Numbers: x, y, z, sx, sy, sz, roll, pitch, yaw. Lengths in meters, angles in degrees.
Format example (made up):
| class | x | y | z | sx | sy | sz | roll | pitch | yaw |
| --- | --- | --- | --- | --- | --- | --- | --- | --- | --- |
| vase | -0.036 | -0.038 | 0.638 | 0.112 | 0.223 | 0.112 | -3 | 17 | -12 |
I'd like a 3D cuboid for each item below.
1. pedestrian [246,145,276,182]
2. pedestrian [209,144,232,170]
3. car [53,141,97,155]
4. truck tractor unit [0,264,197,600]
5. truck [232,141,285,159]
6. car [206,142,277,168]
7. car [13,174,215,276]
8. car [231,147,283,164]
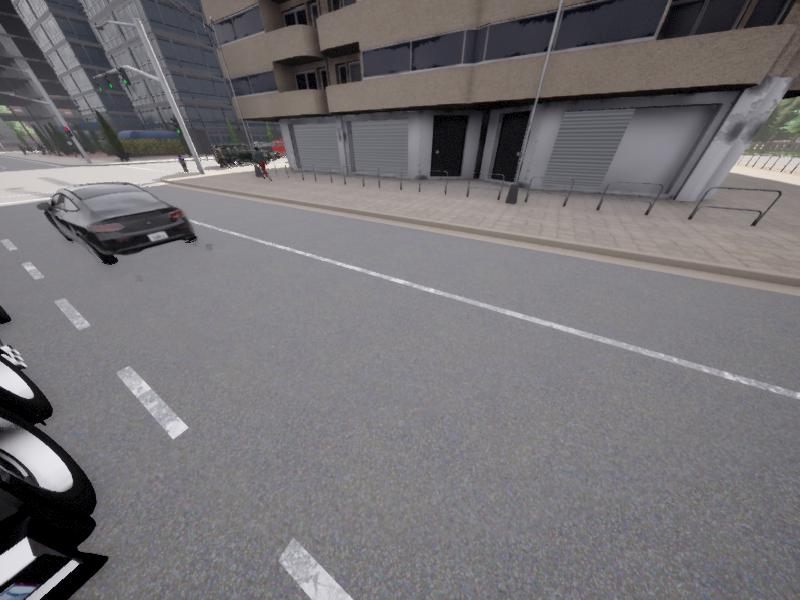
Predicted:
| class | x | y | z | sx | sy | sz | roll | pitch | yaw |
| --- | --- | --- | --- | --- | --- | --- | --- | --- | --- |
| pedestrian | -8.408 | -8.294 | 14.029 | 0.751 | 1.860 | 0.751 | 22 | 41 | 29 |
| pedestrian | -15.452 | -12.368 | 19.930 | 0.751 | 1.860 | 0.751 | -3 | 35 | -3 |
| car | -61.341 | -28.880 | 43.843 | 2.390 | 2.098 | 6.274 | -18 | 39 | -24 |
| truck tractor unit | -5.111 | -0.301 | 0.780 | 6.516 | 4.208 | 3.053 | 18 | 39 | 24 |
| truck | -21.187 | -22.805 | 35.055 | 2.390 | 2.098 | 6.274 | 18 | 39 | 25 |
| car | -16.551 | -15.487 | 24.564 | 2.150 | 2.045 | 5.566 | 18 | 39 | 25 |
| car | -7.298 | -2.186 | 5.925 | 4.674 | 1.442 | 1.812 | 18 | 39 | 24 |
| car | -17.657 | -18.135 | 28.818 | 2.038 | 1.542 | 4.974 | 18 | 39 | 25 |
